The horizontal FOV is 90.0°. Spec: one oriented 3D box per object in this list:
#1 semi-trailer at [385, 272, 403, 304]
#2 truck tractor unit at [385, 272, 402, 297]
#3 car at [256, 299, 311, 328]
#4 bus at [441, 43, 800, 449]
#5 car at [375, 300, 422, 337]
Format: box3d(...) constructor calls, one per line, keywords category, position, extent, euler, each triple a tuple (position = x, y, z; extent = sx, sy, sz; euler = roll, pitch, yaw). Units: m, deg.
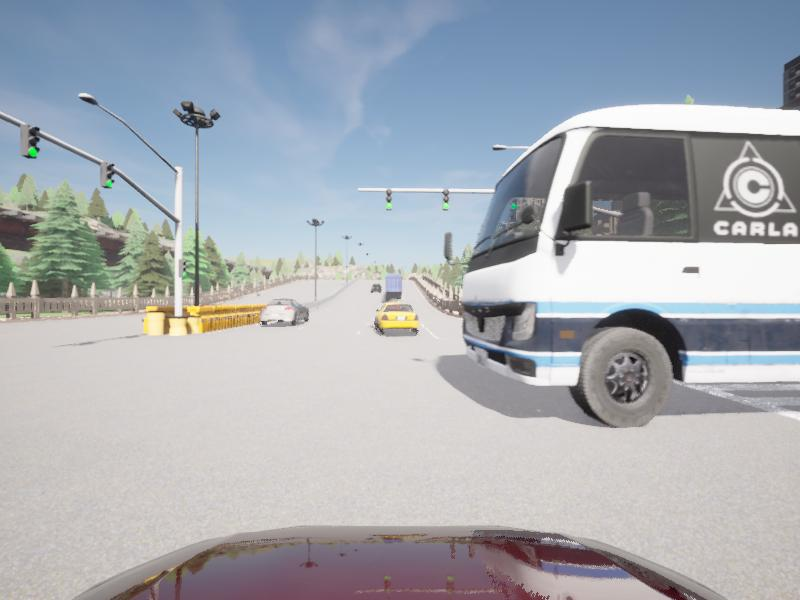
box3d(category="semi-trailer", position=(-1.078, -2.297, 68.768), extent=(2.717, 4.402, 14.254), euler=(0, 6, -1))
box3d(category="truck tractor unit", position=(-1.231, -3.103, 76.638), extent=(3.053, 4.208, 6.516), euler=(0, 7, -1))
box3d(category="car", position=(-7.341, 0.775, 25.858), extent=(2.152, 1.651, 5.027), euler=(0, 0, -1))
box3d(category="bus", position=(6.137, -0.533, 6.582), extent=(10.273, 4.253, 3.944), euler=(0, 0, -5))
box3d(category="car", position=(-0.213, 0.796, 19.958), extent=(1.801, 1.575, 5.366), euler=(0, 0, -6))
